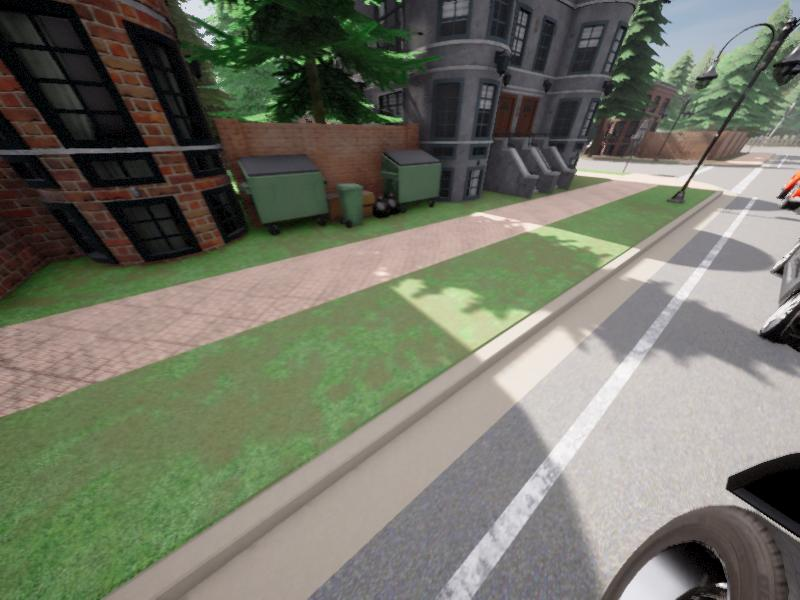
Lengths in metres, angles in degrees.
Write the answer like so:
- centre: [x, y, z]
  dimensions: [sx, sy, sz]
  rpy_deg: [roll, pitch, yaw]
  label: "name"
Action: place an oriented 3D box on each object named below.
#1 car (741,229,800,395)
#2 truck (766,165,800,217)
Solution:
- centre: [6.699, -0.272, 2.815]
  dimensions: [5.238, 1.638, 1.930]
  rpy_deg: [-22, 41, -28]
  label: "car"
- centre: [15.907, -4.388, 7.858]
  dimensions: [5.204, 2.467, 2.627]
  rpy_deg: [-22, 41, -28]
  label: "truck"
